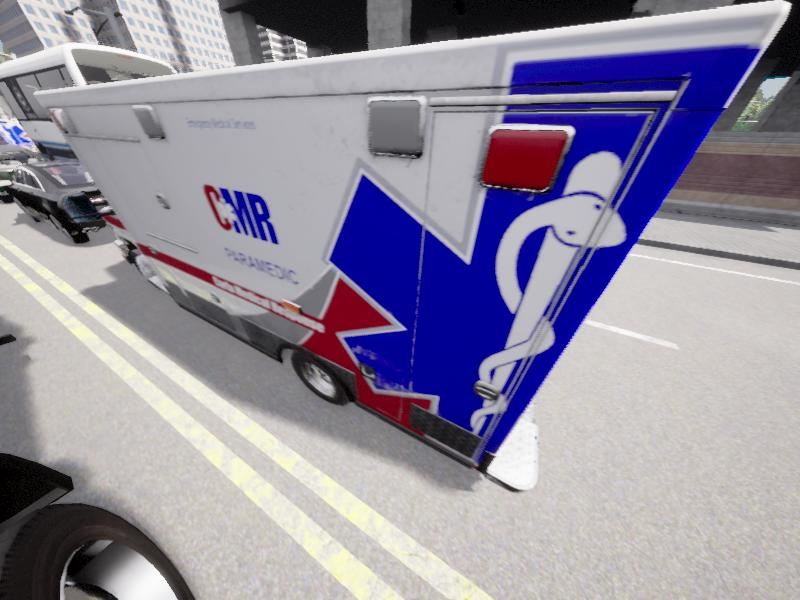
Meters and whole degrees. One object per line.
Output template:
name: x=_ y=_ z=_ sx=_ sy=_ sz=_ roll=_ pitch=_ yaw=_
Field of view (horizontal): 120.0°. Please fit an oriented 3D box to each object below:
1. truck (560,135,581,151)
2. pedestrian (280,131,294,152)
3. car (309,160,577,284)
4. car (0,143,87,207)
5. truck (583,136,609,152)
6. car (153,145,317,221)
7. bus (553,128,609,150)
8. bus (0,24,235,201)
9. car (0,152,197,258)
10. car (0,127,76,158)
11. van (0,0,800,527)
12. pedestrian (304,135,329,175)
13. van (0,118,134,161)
truck: x=34.804 y=-32.241 z=47.336 sx=2.615 sy=2.467 sz=5.204 roll=18 pitch=39 yaw=22
pedestrian: x=-12.878 y=-18.118 z=26.428 sx=0.751 sy=1.860 sz=0.751 roll=20 pitch=40 yaw=24
car: x=0.657 y=-2.186 z=5.516 sx=5.366 sy=1.575 sz=1.801 roll=18 pitch=39 yaw=21
car: x=-13.860 y=-4.615 z=8.309 sx=3.705 sy=1.549 sz=1.789 roll=18 pitch=39 yaw=21
truck: x=38.613 y=-30.985 z=45.755 sx=2.615 sy=2.467 sz=5.204 roll=18 pitch=39 yaw=22
car: x=-5.606 y=-4.277 z=8.074 sx=4.611 sy=1.667 sz=2.242 roll=18 pitch=39 yaw=21
bus: x=46.182 y=-41.647 z=59.520 sx=10.273 sy=4.253 sz=3.944 roll=18 pitch=39 yaw=22
bus: x=-13.475 y=-7.832 z=10.464 sx=10.273 sy=4.253 sz=3.944 roll=18 pitch=39 yaw=21
car: x=-8.176 y=-2.732 z=5.975 sx=4.902 sy=1.511 sz=2.128 roll=18 pitch=39 yaw=21
car: x=-30.020 y=-12.735 z=18.581 sx=1.905 sy=1.878 sz=3.866 roll=18 pitch=39 yaw=21
van: x=-1.437 y=-0.899 z=2.934 sx=6.366 sy=2.431 sz=2.351 roll=18 pitch=39 yaw=21
pedestrian: x=-4.725 y=-8.295 z=13.192 sx=0.751 sy=1.860 sz=0.751 roll=19 pitch=39 yaw=22
van: x=-26.324 y=-12.606 z=18.094 sx=2.351 sy=2.431 sz=6.366 roll=18 pitch=39 yaw=21
